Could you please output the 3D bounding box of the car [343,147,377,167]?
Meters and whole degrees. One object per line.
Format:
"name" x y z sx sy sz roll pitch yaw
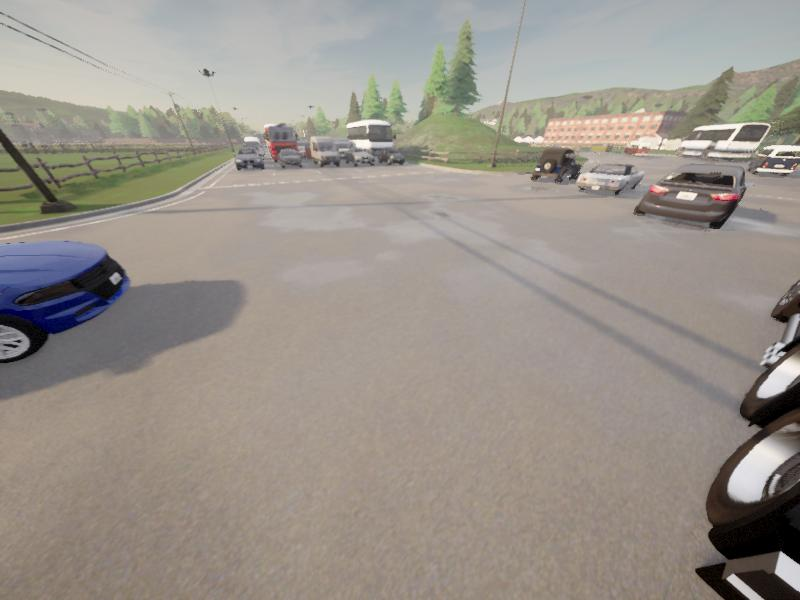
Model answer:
"car" -4.480 -15.686 25.209 2.152 1.651 5.027 -15 37 -21

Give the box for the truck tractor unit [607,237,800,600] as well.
"truck tractor unit" 5.061 -0.348 0.849 6.516 4.208 3.053 -20 39 -26

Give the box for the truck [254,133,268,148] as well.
"truck" -46.161 -53.089 76.975 2.891 3.827 8.468 -15 37 -21

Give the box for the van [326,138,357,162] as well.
"van" -7.984 -20.264 31.086 2.351 2.431 6.366 -15 37 -21

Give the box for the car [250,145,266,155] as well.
"car" -25.473 -26.996 41.615 1.994 1.385 4.181 -15 38 -21

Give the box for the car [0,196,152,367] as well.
"car" -6.629 0.125 2.448 5.008 1.535 1.882 -17 38 -24

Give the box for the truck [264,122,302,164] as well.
"truck" -14.818 -19.766 29.094 2.891 3.827 8.468 -15 37 -21

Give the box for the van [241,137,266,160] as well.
"van" -20.336 -21.244 32.322 1.988 2.561 5.915 -15 37 -21

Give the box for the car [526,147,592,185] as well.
"car" 10.650 -9.066 15.520 3.866 1.878 1.905 -25 42 -31

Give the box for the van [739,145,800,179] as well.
"van" 30.856 -11.488 19.021 2.069 2.038 4.480 29 44 33

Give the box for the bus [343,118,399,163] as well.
"bus" -4.069 -21.111 30.734 3.944 4.253 10.273 -15 37 -21

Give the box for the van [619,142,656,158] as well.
"van" 41.145 -26.104 40.184 2.069 2.038 4.480 8 36 8

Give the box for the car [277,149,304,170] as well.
"car" -10.971 -14.144 23.053 1.837 1.490 4.892 -15 38 -21

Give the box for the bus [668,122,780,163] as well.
"bus" 46.681 -23.316 34.249 3.944 4.253 10.273 12 36 14

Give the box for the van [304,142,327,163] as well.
"van" -10.772 -18.784 29.319 1.775 1.987 4.442 -15 37 -21

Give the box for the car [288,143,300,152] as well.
"car" -24.869 -35.733 53.990 1.930 1.638 5.238 -15 37 -21

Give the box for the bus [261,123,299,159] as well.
"bus" -19.676 -26.004 37.680 3.944 4.253 10.273 -15 38 -21

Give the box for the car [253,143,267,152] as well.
"car" -31.867 -34.819 52.716 2.242 1.667 4.611 -15 37 -21

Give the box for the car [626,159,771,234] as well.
"car" 10.752 -3.960 8.344 4.611 1.667 2.242 -23 41 -30

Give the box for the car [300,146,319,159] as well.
"car" -13.532 -21.912 34.291 1.812 1.442 4.674 -15 37 -21

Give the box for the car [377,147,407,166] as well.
"car" -0.970 -16.096 25.838 1.851 1.617 3.988 -15 37 -21

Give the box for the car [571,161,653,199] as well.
"car" 11.623 -6.687 12.615 4.718 1.301 1.895 -24 41 -31

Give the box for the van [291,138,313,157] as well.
"van" -16.943 -26.445 39.948 2.351 2.431 6.366 -15 38 -21

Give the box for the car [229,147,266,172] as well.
"car" -13.897 -13.088 21.354 2.242 1.667 4.611 -15 38 -21

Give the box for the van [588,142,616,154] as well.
"van" 45.502 -34.395 52.225 1.775 1.987 4.442 -4 35 -6

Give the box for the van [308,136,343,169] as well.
"van" -7.816 -15.428 24.009 1.988 2.561 5.915 -15 37 -20

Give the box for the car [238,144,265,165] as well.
"car" -17.060 -17.006 26.805 1.932 1.855 4.605 -15 37 -21
